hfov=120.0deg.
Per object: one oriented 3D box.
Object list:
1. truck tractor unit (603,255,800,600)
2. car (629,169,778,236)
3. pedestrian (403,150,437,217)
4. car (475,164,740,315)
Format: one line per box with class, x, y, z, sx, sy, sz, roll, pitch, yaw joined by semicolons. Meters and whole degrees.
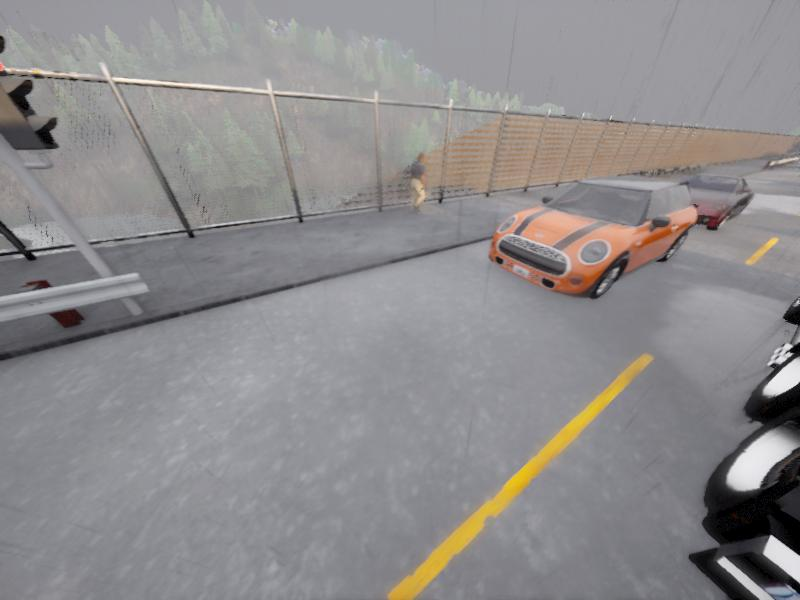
truck tractor unit;5.101;-0.308;0.802;6.516;4.208;3.053;-19;39;-25
car;10.496;-3.575;8.052;4.181;1.385;1.994;-18;39;-25
pedestrian;0.628;-3.878;7.716;0.751;1.860;0.751;-19;39;-25
car;4.181;-1.649;4.845;4.553;1.767;2.097;-18;39;-24
